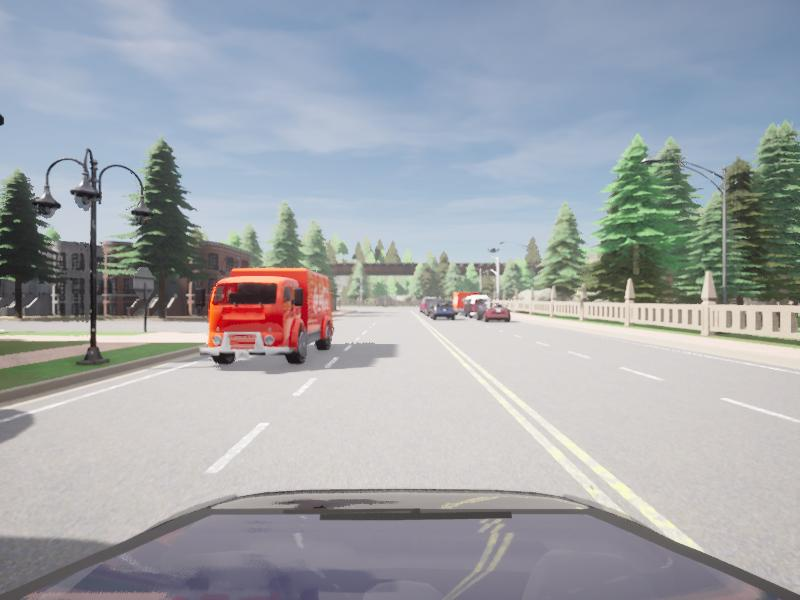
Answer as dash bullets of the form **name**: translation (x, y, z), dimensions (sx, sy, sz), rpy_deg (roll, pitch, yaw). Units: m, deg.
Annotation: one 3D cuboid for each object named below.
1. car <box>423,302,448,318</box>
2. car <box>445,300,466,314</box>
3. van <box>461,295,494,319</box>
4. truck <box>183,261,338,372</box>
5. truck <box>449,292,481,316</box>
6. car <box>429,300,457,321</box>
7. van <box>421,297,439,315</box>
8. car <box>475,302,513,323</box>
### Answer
- **car**: translation (3.493, 0.952, 40.029), dimensions (2.033, 1.411, 5.357), rpy_deg (0, 0, 0)
- **car**: translation (6.988, 0.851, 50.949), dimensions (2.033, 1.649, 4.856), rpy_deg (0, 0, 0)
- **van**: translation (6.992, 0.624, 36.509), dimensions (2.069, 2.038, 4.480), rpy_deg (0, 0, 0)
- **truck**: translation (-3.504, 0.373, 11.477), dimensions (2.627, 2.467, 5.204), rpy_deg (0, 0, 0)
- **truck**: translation (6.993, 0.419, 43.449), dimensions (2.627, 2.467, 5.204), rpy_deg (0, 0, 0)
- **car**: translation (3.494, 0.836, 33.270), dimensions (1.851, 1.617, 3.988), rpy_deg (0, 0, 0)
- **van**: translation (3.489, 0.666, 47.132), dimensions (1.775, 1.987, 4.442), rpy_deg (0, 0, 0)
- **car**: translation (6.994, 0.897, 30.260), dimensions (1.970, 1.475, 3.806), rpy_deg (0, 0, 0)
